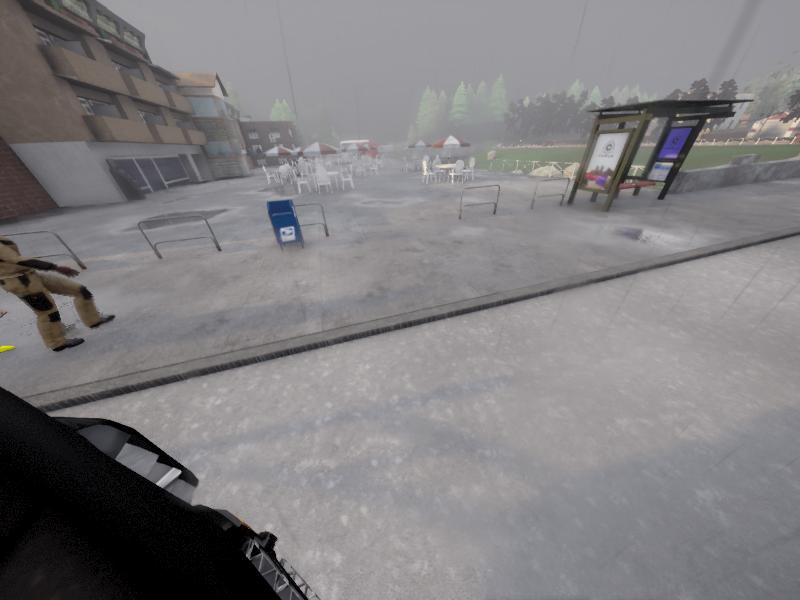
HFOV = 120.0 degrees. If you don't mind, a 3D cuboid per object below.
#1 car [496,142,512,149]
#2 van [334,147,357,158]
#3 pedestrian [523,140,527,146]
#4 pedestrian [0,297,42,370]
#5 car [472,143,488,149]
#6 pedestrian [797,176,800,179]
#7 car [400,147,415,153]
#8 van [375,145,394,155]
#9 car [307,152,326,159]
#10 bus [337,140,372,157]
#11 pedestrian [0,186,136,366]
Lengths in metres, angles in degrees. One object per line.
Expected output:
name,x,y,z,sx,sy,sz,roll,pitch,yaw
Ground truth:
car,38.273,-57.036,85.228,5.027,1.651,2.152,-12,35,-13
van,-16.938,-46.065,72.132,6.366,2.431,2.351,-12,35,-13
pedestrian,45.508,-57.278,84.321,0.751,1.860,0.751,-1,34,3
pedestrian,-5.242,-0.001,2.437,0.751,1.860,0.751,23,41,33
car,28.740,-55.191,82.935,4.856,1.649,2.033,-12,35,-13
pedestrian,18.611,-6.184,9.832,0.751,1.860,0.751,-11,35,-12
car,2.689,-52.179,80.340,4.553,1.767,2.097,-12,35,-13
van,-5.261,-50.869,78.286,5.915,2.561,1.988,-12,35,-13
car,-25.394,-43.960,70.404,4.974,1.542,2.038,-12,35,-13
bus,-14.926,-49.501,75.480,10.273,4.253,3.944,-12,35,-13
pedestrian,-4.372,-0.254,2.748,0.751,1.860,0.751,19,40,29
